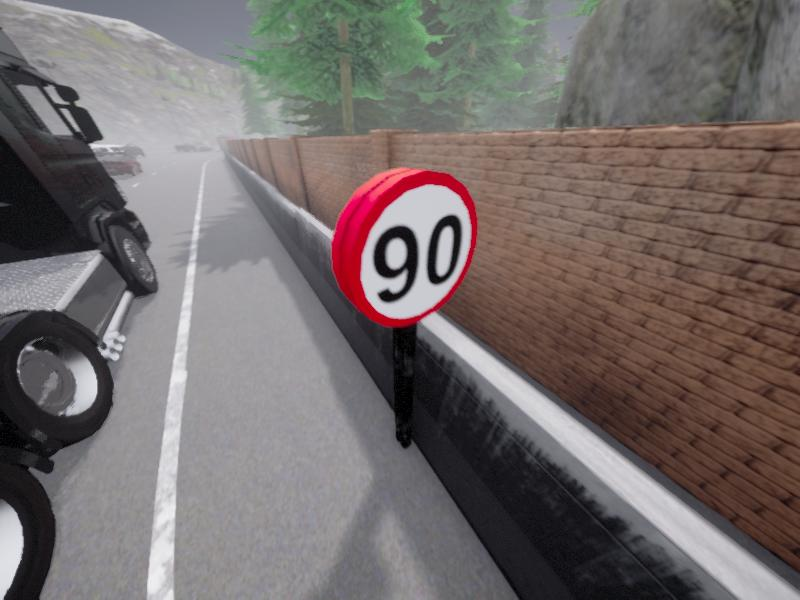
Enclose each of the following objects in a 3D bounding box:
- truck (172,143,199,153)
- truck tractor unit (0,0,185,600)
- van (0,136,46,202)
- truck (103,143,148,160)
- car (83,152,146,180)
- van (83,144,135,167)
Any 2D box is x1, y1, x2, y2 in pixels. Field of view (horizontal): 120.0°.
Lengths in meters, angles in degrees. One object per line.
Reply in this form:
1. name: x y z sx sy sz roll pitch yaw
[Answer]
1. truck: -53.378 -38.009 57.627 2.390 2.098 6.274 -9 36 -13
2. truck tractor unit: -4.519 -0.662 1.311 3.053 4.208 6.516 -21 40 -27
3. van: -20.567 -6.131 10.793 1.988 2.561 5.915 -21 40 -28
4. truck: -44.782 -24.499 37.961 2.390 2.098 6.274 -15 37 -20
5. car: -22.530 -10.828 18.511 1.882 1.535 5.008 -21 40 -28
6. van: -33.437 -16.787 26.767 2.069 2.038 4.480 -19 39 -25
